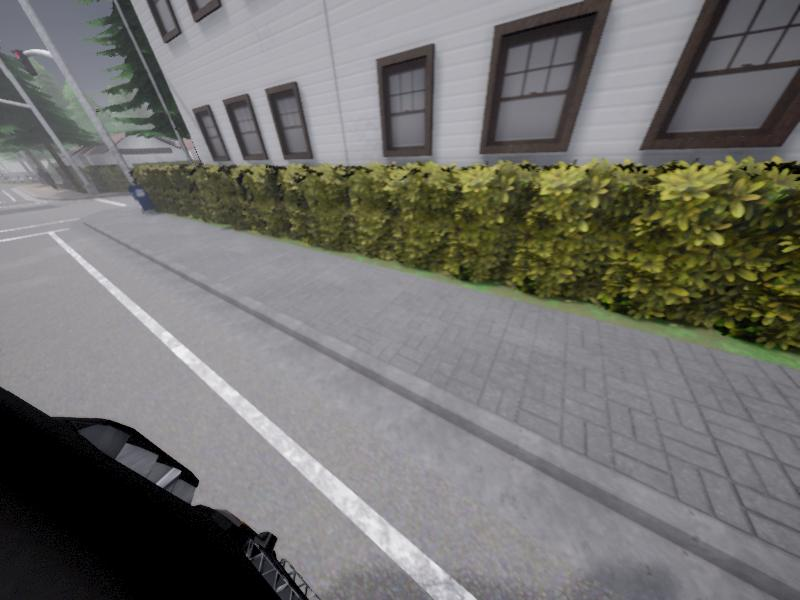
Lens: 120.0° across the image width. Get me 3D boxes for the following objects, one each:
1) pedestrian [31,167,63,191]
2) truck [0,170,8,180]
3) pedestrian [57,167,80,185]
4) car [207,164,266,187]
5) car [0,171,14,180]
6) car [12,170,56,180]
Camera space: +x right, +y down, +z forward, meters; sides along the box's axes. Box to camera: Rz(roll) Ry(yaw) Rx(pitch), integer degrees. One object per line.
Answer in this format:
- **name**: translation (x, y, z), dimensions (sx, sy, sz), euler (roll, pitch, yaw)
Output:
- **pedestrian**: translation (-32.036, -11.025, 20.987), dimensions (0.751, 1.860, 0.751), euler (20, 40, 30)
- **truck**: translation (-89.124, -26.780, 49.183), dimensions (2.627, 2.467, 5.204), euler (18, 39, 28)
- **pedestrian**: translation (-40.052, -15.022, 27.948), dimensions (0.751, 1.860, 0.751), euler (19, 39, 29)
- **car**: translation (-15.876, -12.312, 22.702), dimensions (1.816, 1.474, 4.193), euler (17, 39, 28)
- **car**: translation (-85.752, -25.818, 48.324), dimensions (1.882, 1.535, 5.008), euler (18, 39, 28)
- **car**: translation (-77.328, -26.470, 48.879), dimensions (1.895, 1.301, 4.718), euler (15, 38, 25)
